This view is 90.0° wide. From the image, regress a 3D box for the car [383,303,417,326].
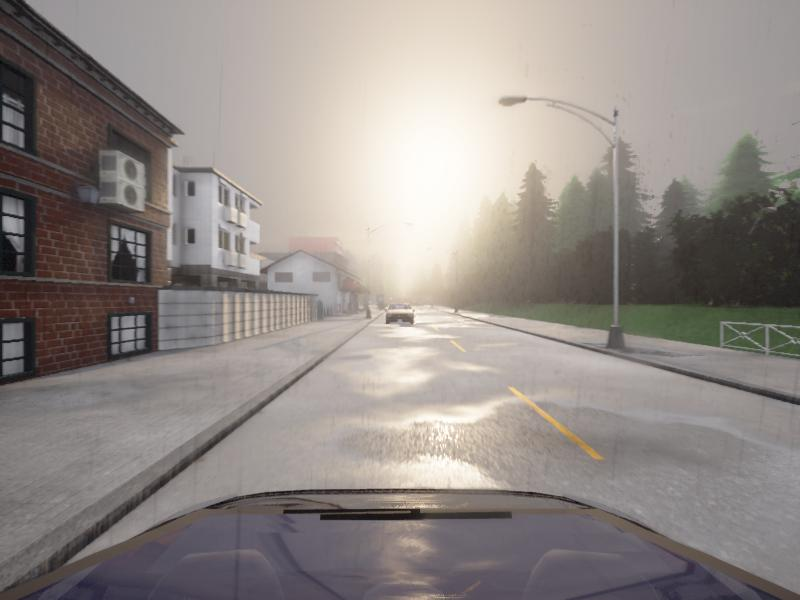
[{"bbox_3d":[-0.006,0.912,27.173,2.033,1.411,5.357,0,0,0],"label":"car"}]
